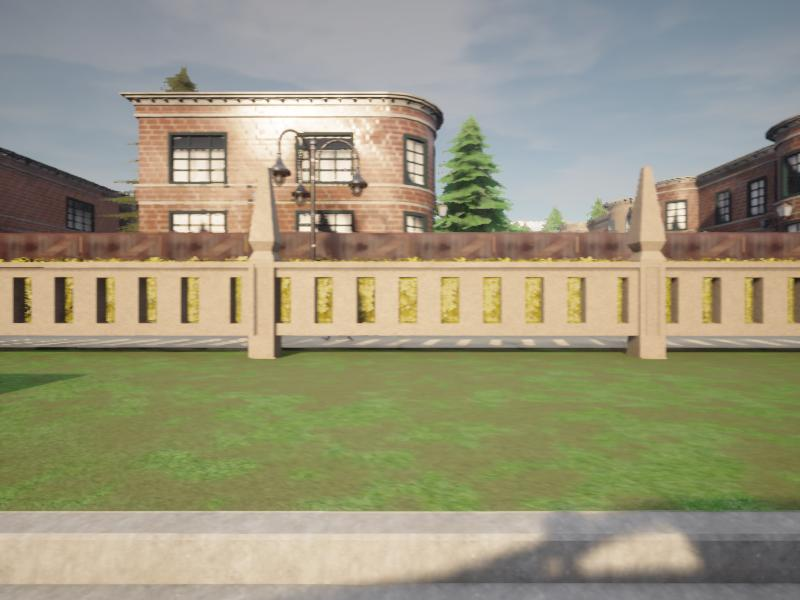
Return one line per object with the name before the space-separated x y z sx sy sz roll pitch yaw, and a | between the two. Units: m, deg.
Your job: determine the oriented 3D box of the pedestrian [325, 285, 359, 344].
pedestrian | -1.117 0.265 7.704 0.500 1.100 0.500 0 0 13
